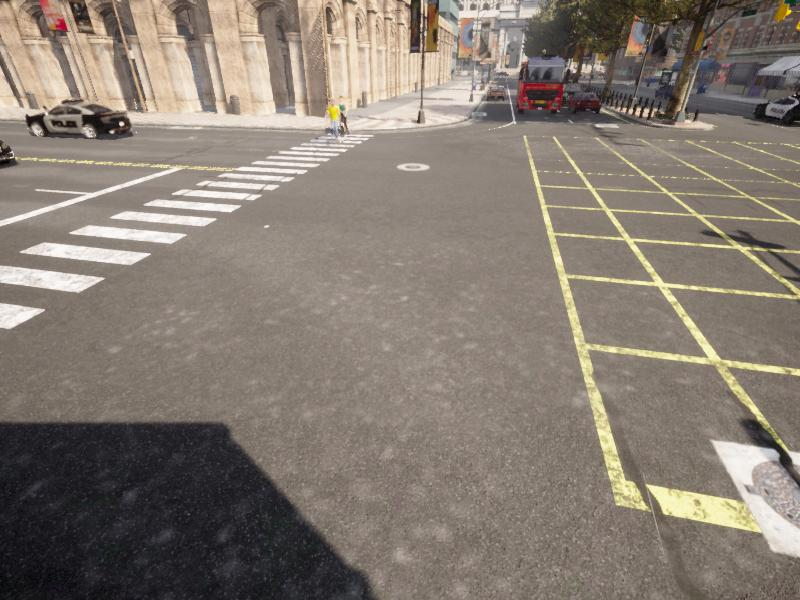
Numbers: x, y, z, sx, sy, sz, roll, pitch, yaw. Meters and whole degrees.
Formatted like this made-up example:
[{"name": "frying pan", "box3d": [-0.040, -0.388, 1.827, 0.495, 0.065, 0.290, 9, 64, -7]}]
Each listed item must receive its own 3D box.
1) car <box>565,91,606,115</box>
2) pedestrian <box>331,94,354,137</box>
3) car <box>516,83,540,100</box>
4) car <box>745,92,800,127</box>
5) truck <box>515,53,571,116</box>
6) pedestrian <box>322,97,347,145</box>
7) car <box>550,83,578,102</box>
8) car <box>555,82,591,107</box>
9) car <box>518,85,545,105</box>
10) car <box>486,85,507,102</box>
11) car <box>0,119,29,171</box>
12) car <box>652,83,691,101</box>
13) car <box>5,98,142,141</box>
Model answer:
[{"name": "car", "box3d": [14.102, -15.123, 30.645, 1.895, 1.301, 4.718, 6, 31, 11]}, {"name": "pedestrian", "box3d": [-2.801, -9.070, 19.660, 0.751, 1.860, 0.751, 8, 31, 13]}, {"name": "car", "box3d": [13.929, -22.862, 43.828, 1.994, 1.385, 4.181, 6, 31, 10]}, {"name": "car", "box3d": [24.492, -11.983, 25.045, 2.038, 1.542, 4.974, 5, 31, 9]}, {"name": "truck", "box3d": [10.813, -16.895, 31.170, 2.891, 3.827, 8.468, 6, 31, 11]}, {"name": "pedestrian", "box3d": [-2.840, -7.842, 17.556, 0.751, 1.860, 0.751, 5, 31, 8]}, {"name": "car", "box3d": [16.913, -21.521, 41.426, 1.970, 1.475, 3.806, 7, 31, 11]}, {"name": "car", "box3d": [15.615, -18.742, 36.350, 2.097, 1.767, 4.553, 6, 31, 11]}, {"name": "car", "box3d": [12.494, -19.655, 38.227, 1.970, 1.475, 3.806, 6, 31, 11]}, {"name": "car", "box3d": [9.978, -21.411, 41.402, 1.895, 1.301, 4.718, 6, 31, 11]}, {"name": "car", "box3d": [-15.828, -5.279, 13.570, 4.892, 1.490, 1.837, 6, 31, 11]}, {"name": "car", "box3d": [29.085, -22.431, 43.024, 1.812, 1.442, 4.674, 6, 31, 11]}, {"name": "car", "box3d": [-15.984, -8.968, 19.743, 5.238, 1.638, 1.930, 6, 31, 11]}]
